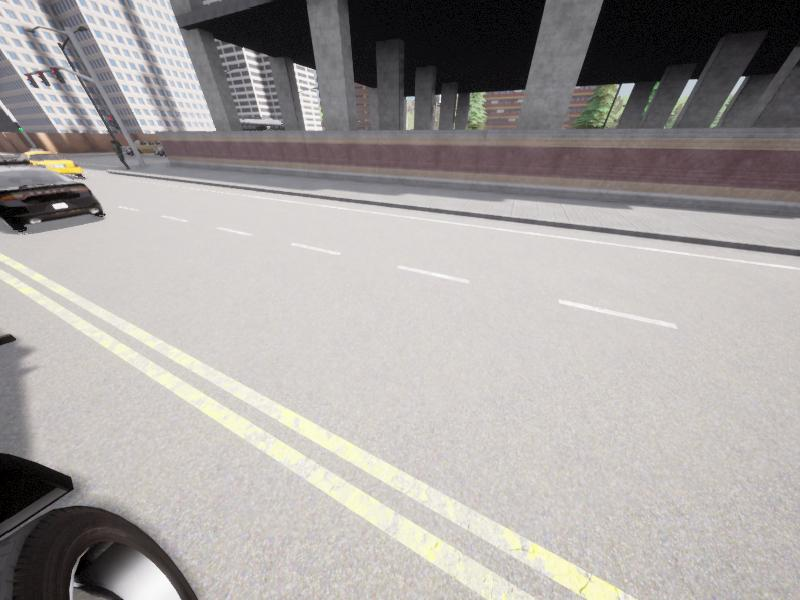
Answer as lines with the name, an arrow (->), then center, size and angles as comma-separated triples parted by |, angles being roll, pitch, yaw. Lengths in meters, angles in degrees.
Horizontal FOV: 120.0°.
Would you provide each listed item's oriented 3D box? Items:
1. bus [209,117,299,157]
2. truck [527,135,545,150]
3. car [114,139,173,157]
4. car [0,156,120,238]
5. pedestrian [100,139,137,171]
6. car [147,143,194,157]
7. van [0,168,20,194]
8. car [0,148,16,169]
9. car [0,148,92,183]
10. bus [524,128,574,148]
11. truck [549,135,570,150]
bus -> -20.856, -24.161, 34.310 | 3.944, 4.253, 10.273 | 16, 38, 21
truck -> 29.408, -34.102, 49.934 | 2.615, 2.467, 5.204 | 15, 38, 20
car -> -34.383, -20.518, 31.130 | 1.932, 1.855, 4.605 | 17, 38, 22
car -> -12.046, -3.487, 7.349 | 5.238, 1.638, 1.930 | 15, 38, 20
pedestrian -> -20.302, -10.488, 16.719 | 0.751, 1.860, 0.751 | -10, 36, -14
car -> -30.668, -20.192, 31.038 | 1.970, 1.475, 3.806 | 15, 38, 20
van -> -22.021, -6.443, 10.796 | 6.366, 2.431, 2.351 | 14, 38, 19
car -> -35.376, -11.981, 19.218 | 4.611, 1.667, 2.242 | 15, 38, 20
car -> -22.261, -8.537, 14.494 | 5.366, 1.575, 1.801 | 17, 38, 22
bus -> 39.943, -43.886, 62.571 | 10.273, 4.253, 3.944 | 15, 38, 20
truck -> 33.319, -33.046, 48.461 | 2.615, 2.467, 5.204 | 15, 38, 20
